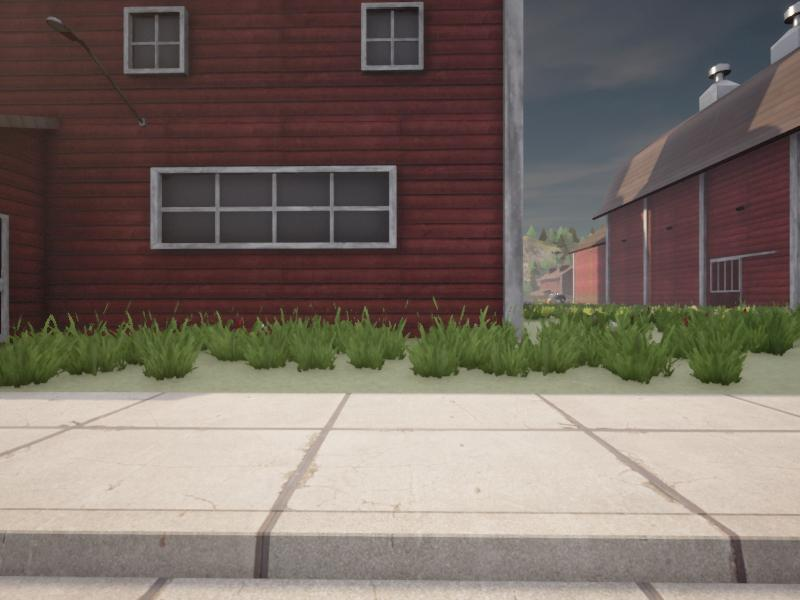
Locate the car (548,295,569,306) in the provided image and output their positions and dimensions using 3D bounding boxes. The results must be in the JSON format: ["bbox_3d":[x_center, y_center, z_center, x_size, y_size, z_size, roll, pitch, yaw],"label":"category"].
[{"bbox_3d":[25.794,0.083,65.329,1.905,1.878,3.866,0,0,1],"label":"car"}]
